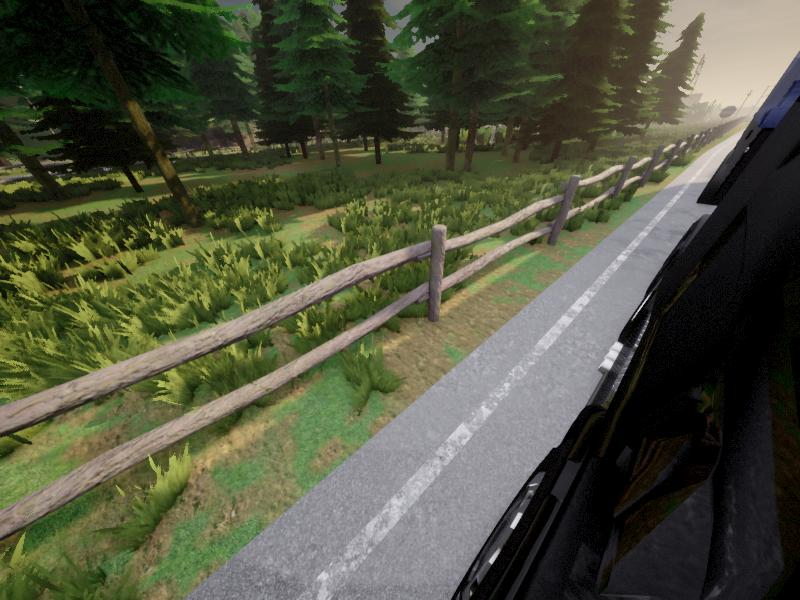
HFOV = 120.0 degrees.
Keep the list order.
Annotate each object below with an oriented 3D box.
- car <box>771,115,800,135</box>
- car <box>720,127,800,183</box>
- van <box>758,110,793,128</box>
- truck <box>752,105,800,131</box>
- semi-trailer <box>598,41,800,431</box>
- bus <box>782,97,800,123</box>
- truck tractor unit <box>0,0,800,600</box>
[{"bbox_3d":[42.419,-18.258,24.058,1.851,1.617,3.988,10,39,17],"label":"car"},{"bbox_3d":[15.975,-6.290,9.802,4.902,1.511,2.128,-28,44,-30],"label":"car"},{"bbox_3d":[59.452,-28.715,36.597,4.480,2.038,2.069,-27,43,-29],"label":"van"},{"bbox_3d":[51.693,-24.995,31.696,5.204,2.467,2.627,-29,44,-27],"label":"truck"},{"bbox_3d":[8.688,-3.613,4.237,14.254,4.402,2.717,-28,44,-30],"label":"semi-trailer"},{"bbox_3d":[81.937,-38.412,46.294,10.273,4.253,3.944,-27,43,-29],"label":"bus"},{"bbox_3d":[2.645,-0.295,0.351,6.516,4.208,3.053,-28,44,-30],"label":"truck tractor unit"}]
